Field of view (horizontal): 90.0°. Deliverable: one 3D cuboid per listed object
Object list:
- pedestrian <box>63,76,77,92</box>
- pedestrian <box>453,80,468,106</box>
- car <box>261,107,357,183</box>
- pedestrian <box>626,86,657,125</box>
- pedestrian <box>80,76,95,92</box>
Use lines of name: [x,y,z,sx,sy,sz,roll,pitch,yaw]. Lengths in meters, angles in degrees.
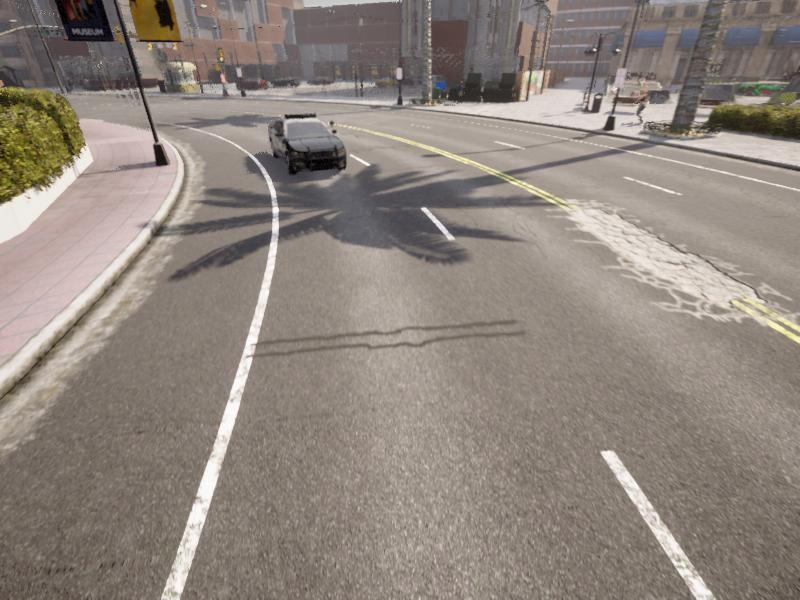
pedestrian: [-45.576,-29.869,55.247,0.751,1.860,0.751,15,34,24]
pedestrian: [4.893,-16.865,32.561,0.751,1.860,0.751,-19,35,-28]
car: [-3.346,-5.617,13.996,1.930,1.638,5.238,-13,33,-21]
pedestrian: [13.159,-10.619,21.816,0.751,1.860,0.751,-18,35,-28]
pedestrian: [-41.890,-28.908,53.571,0.751,1.860,0.751,13,33,21]
